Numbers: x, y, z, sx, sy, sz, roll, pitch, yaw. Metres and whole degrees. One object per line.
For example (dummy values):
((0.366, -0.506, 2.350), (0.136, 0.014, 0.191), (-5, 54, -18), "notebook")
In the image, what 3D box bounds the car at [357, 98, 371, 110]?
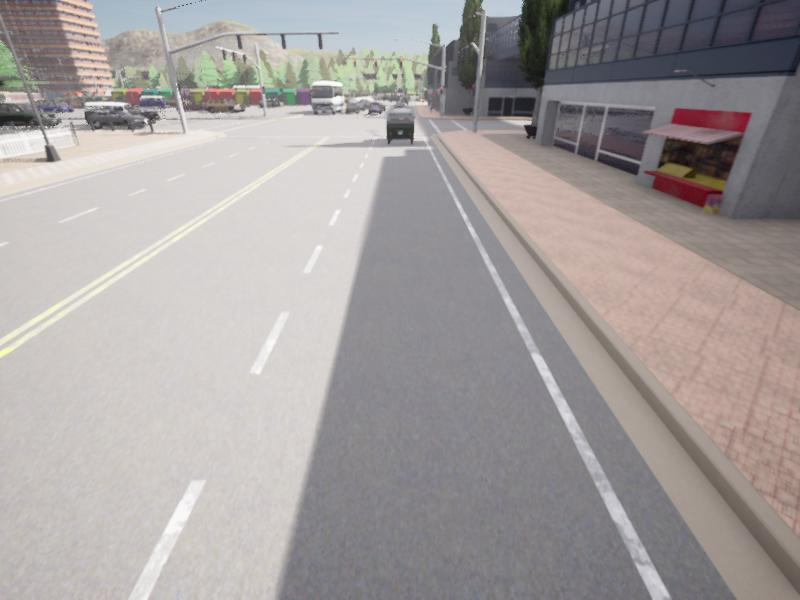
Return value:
((-6.653, -36.238, 73.955), (2.097, 1.767, 4.553), (1, 28, 1), "car")

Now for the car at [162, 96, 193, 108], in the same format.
((-42.430, -37.824, 76.414), (4.605, 1.855, 1.932), (0, 28, 0), "car")

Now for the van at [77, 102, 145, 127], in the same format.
((-27.208, -17.570, 37.840), (4.480, 2.038, 2.069), (0, 28, 0), "van")

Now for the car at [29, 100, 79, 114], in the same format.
((-48.798, -27.263, 56.526), (4.611, 1.667, 2.242), (0, 28, 0), "car")

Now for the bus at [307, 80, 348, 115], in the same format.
((-10.448, -29.958, 59.237), (3.944, 4.253, 10.273), (1, 28, 1), "bus")

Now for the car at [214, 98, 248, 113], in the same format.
((-24.891, -28.713, 59.038), (3.866, 1.878, 1.905), (0, 28, 0), "car")

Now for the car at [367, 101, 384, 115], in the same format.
((-3.575, -28.255, 58.851), (2.033, 1.649, 4.856), (1, 28, 1), "car")

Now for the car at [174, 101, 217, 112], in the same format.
((-31.330, -29.777, 61.553), (5.357, 1.415, 2.033), (0, 28, 0), "car")

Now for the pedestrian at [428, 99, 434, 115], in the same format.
((4.280, -26.404, 54.707), (0.751, 1.860, 0.751), (2, 28, 4), "pedestrian")

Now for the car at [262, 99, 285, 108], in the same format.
((-24.897, -38.922, 79.111), (3.806, 1.475, 1.970), (0, 28, 0), "car")

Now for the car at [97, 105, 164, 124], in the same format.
((-27.534, -19.001, 41.011), (5.238, 1.638, 1.930), (0, 28, 0), "car")

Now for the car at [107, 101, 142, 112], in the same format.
((-42.356, -29.789, 61.547), (3.806, 1.475, 1.970), (0, 28, 0), "car")

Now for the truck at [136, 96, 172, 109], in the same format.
((-42.381, -34.105, 69.085), (4.478, 2.038, 2.069), (0, 28, 0), "truck")

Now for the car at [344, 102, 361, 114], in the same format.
((-7.066, -28.772, 59.960), (1.837, 1.490, 4.892), (1, 28, 1), "car")

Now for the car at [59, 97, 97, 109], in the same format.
((-57.497, -35.287, 71.492), (4.605, 1.855, 1.932), (0, 28, 0), "car")

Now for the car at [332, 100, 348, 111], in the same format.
((-10.313, -33.366, 68.711), (1.882, 1.535, 5.008), (1, 28, 1), "car")

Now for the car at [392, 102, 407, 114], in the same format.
((-0.046, -29.138, 60.595), (2.038, 1.542, 4.974), (1, 28, 1), "car")

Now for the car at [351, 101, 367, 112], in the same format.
((-6.861, -32.476, 67.120), (2.128, 1.511, 4.902), (1, 28, 1), "car")

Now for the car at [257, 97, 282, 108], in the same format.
((-24.910, -37.794, 76.434), (3.866, 1.878, 1.905), (0, 28, 0), "car")

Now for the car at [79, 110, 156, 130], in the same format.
((-24.515, -15.714, 34.868), (4.902, 1.511, 2.128), (0, 28, 0), "car")

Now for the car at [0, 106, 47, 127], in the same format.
((-36.982, -17.411, 37.894), (4.611, 1.667, 2.242), (0, 28, 0), "car")

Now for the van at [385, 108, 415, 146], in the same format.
((0.065, -11.383, 26.160), (1.775, 1.987, 4.442), (1, 28, 1), "van")

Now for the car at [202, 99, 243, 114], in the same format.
((-24.948, -27.376, 56.471), (4.605, 1.855, 1.932), (0, 28, 0), "car")

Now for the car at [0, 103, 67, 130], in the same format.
((-32.850, -15.956, 34.717), (5.566, 2.045, 2.150), (0, 28, 0), "car")

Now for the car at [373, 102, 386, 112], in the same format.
((-3.376, -32.150, 66.566), (1.970, 1.475, 3.806), (1, 28, 1), "car")
